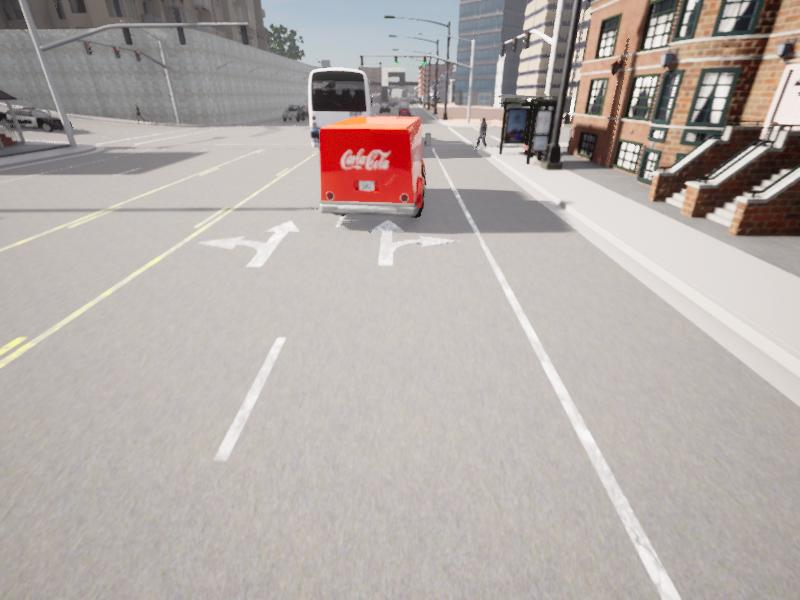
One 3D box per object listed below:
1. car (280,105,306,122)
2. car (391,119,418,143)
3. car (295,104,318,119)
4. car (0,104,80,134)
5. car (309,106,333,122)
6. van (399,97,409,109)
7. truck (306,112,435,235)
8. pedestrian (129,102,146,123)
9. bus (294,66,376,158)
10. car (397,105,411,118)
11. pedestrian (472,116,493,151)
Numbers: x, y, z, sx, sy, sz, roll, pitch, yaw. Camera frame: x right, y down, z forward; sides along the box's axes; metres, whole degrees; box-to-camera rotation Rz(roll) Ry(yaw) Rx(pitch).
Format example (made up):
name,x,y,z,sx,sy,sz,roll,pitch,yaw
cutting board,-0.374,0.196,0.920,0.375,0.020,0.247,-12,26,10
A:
name,x,y,z,sx,sy,sz,roll,pitch,yaw
car,-13.459,-23.690,50.711,1.932,1.855,4.605,0,27,0
car,0.340,-12.742,29.988,1.895,1.301,4.718,0,27,0
car,-13.392,-27.178,57.589,2.097,1.767,4.553,0,27,0
car,-29.372,-14.590,32.176,5.238,1.638,1.930,5,27,-2
car,-9.956,-23.657,50.908,2.033,1.649,4.856,0,27,0
van,0.973,-46.642,94.672,2.351,2.431,6.366,0,27,0
truck,-0.476,-3.983,11.695,2.627,2.467,5.204,3,28,7
pedestrian,-26.906,-19.239,41.045,0.751,1.860,0.751,0,27,1
bus,-3.623,-11.895,25.131,3.944,4.253,10.273,-1,28,-4
car,0.634,-28.518,60.418,2.007,1.525,4.514,0,27,1
pedestrian,4.893,-9.865,23.699,0.751,1.860,0.751,-15,31,-27
